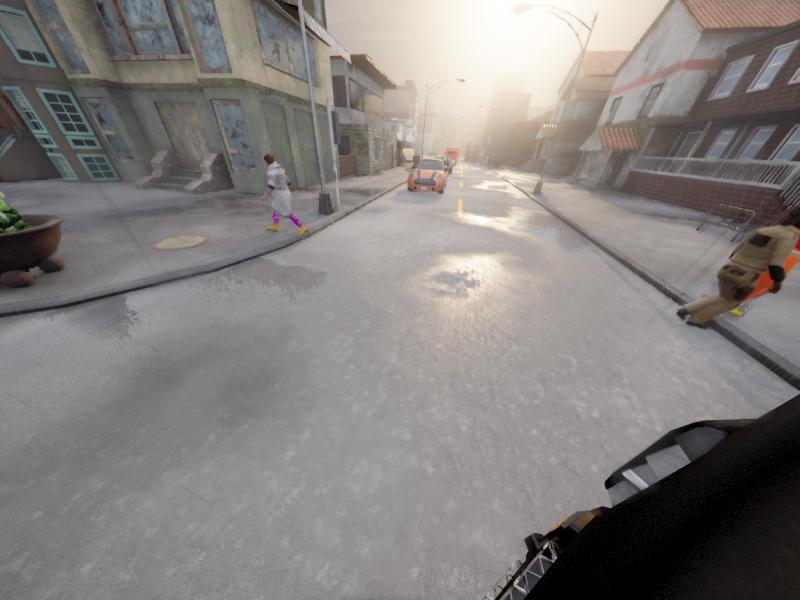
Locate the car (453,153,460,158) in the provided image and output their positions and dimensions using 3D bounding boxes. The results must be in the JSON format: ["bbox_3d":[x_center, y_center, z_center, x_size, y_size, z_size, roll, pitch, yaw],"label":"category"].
[{"bbox_3d":[18.873,-48.261,77.031,2.033,1.411,5.357,9,34,9],"label":"car"}]

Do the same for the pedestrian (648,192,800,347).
[{"bbox_3d":[4.644,-0.377,3.149,0.751,1.860,0.751,10,34,11],"label":"pedestrian"}]

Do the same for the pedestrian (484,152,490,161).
[{"bbox_3d":[23.194,-38.414,61.830,0.751,1.860,0.751,-10,36,-19],"label":"pedestrian"}]

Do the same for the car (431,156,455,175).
[{"bbox_3d":[4.833,-14.866,25.402,2.038,1.542,4.974,9,34,9],"label":"car"}]

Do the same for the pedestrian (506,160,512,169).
[{"bbox_3d":[16.422,-20.395,34.781,0.500,1.100,0.500,9,34,9],"label":"pedestrian"}]

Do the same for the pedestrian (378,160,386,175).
[{"bbox_3d":[-1.554,-11.475,19.959,0.500,1.100,0.500,9,34,9],"label":"pedestrian"}]

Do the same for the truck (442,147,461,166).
[{"bbox_3d":[8.902,-24.900,40.018,2.627,2.467,5.204,9,34,9],"label":"truck"}]

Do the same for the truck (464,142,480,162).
[{"bbox_3d":[18.203,-37.632,58.720,2.891,3.827,8.468,9,34,9],"label":"truck"}]

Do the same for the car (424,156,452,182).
[{"bbox_3d":[3.331,-11.319,19.861,1.851,1.617,3.988,9,34,9],"label":"car"}]

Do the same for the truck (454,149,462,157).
[{"bbox_3d":[23.896,-60.611,95.106,2.627,2.467,5.204,9,34,9],"label":"truck"}]

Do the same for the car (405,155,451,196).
[{"bbox_3d":[1.874,-7.908,14.427,2.097,1.767,4.553,9,34,9],"label":"car"}]

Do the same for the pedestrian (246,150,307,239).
[{"bbox_3d":[-2.904,-2.524,5.642,0.751,1.860,0.751,-2,34,-7],"label":"pedestrian"}]

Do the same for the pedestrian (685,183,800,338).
[{"bbox_3d":[5.295,-0.521,3.227,0.751,1.860,0.751,20,37,25],"label":"pedestrian"}]

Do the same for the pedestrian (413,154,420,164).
[{"bbox_3d":[2.634,-22.198,36.295,0.751,1.300,0.751,14,35,17],"label":"pedestrian"}]
